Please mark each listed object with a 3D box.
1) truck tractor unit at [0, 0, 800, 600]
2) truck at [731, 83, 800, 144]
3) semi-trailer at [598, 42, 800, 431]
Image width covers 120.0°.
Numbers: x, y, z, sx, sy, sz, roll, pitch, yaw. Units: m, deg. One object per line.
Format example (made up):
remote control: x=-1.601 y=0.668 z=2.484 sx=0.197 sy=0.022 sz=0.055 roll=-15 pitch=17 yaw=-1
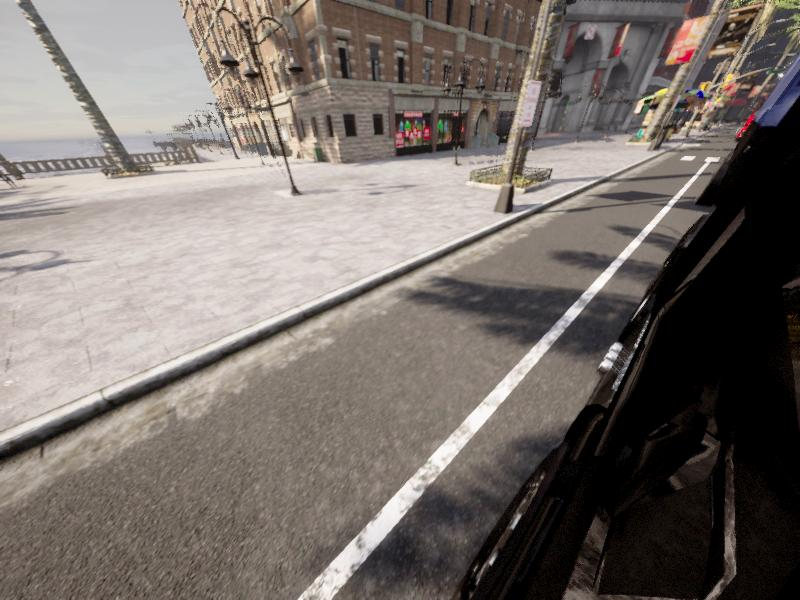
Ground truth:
truck tractor unit: x=2.645 y=-0.295 z=0.351 sx=6.516 sy=4.208 sz=3.053 roll=-28 pitch=44 yaw=-30
truck: x=34.001 y=-16.789 z=20.925 sx=8.468 sy=3.827 sz=2.891 roll=-28 pitch=44 yaw=-30
semi-trailer: x=8.701 y=-3.588 z=4.246 sx=14.254 sy=4.402 sz=2.717 roll=-28 pitch=44 yaw=-30
